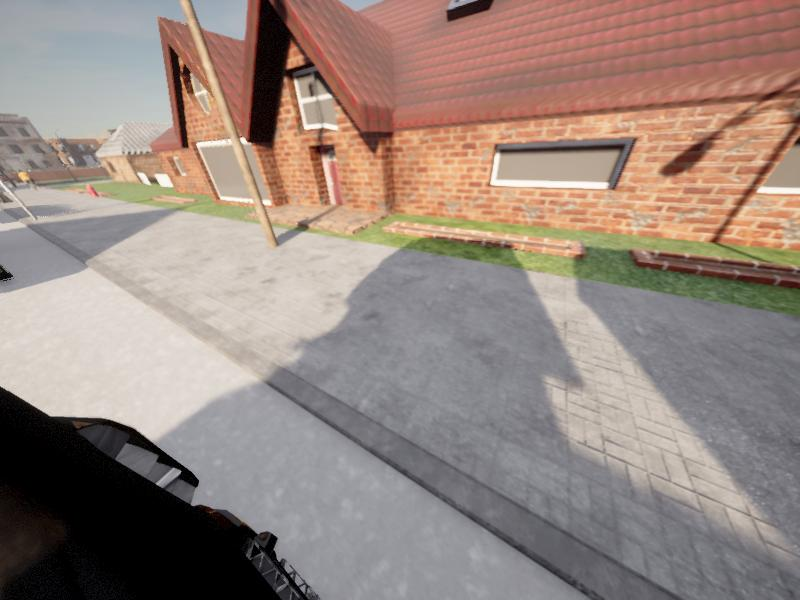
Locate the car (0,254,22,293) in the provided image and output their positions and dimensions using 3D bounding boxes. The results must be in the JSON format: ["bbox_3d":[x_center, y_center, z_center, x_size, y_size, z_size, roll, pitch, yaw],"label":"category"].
[{"bbox_3d":[-10.858,-1.059,5.009,5.008,1.535,1.882,16,38,26],"label":"car"}]

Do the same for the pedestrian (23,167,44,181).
[{"bbox_3d":[-59.936,-20.642,37.791,0.751,1.860,0.751,5,34,12],"label":"pedestrian"}]

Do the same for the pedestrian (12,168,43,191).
[{"bbox_3d":[-36.340,-11.743,22.554,0.751,1.860,0.751,19,40,30],"label":"pedestrian"}]

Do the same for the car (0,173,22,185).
[{"bbox_3d":[-72.102,-21.293,40.829,2.152,1.651,5.027,4,34,10],"label":"car"}]

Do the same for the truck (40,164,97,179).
[{"bbox_3d":[-67.551,-26.267,47.256,2.390,2.098,6.274,16,38,26],"label":"truck"}]
